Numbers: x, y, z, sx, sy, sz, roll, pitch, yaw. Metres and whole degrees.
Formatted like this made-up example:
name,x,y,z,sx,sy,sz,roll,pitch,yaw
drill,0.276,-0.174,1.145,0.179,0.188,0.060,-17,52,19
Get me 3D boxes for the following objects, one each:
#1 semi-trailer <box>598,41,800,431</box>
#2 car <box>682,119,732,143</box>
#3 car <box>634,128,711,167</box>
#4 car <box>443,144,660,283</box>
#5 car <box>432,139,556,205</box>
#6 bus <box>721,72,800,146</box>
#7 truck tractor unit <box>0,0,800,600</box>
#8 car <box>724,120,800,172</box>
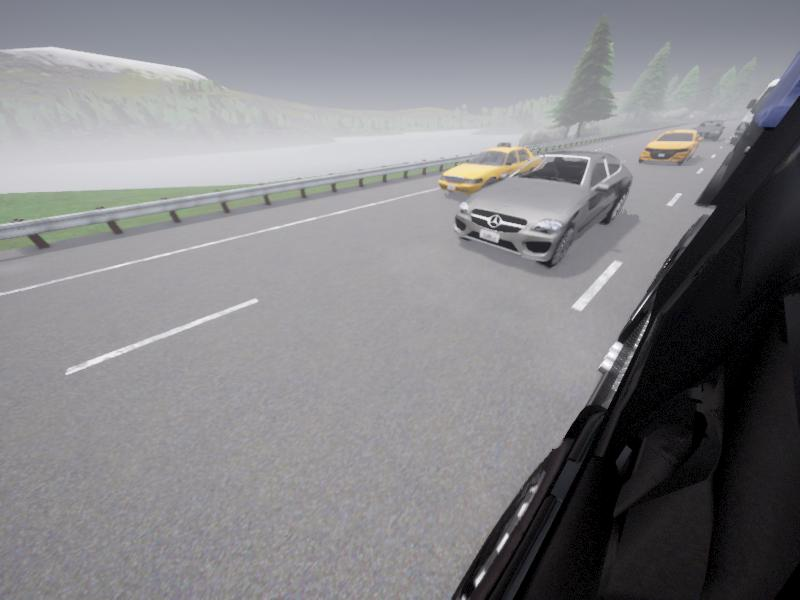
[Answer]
name,x,y,z,sx,sy,sz,roll,pitch,yaw
semi-trailer,8.693,-3.593,4.256,14.254,4.402,2.717,-28,44,-30
car,30.861,-16.999,23.221,4.611,1.667,2.242,-28,44,-30
car,15.918,-8.988,13.479,5.008,1.535,1.882,-28,43,-30
car,3.565,-2.446,5.369,5.027,1.651,2.152,-28,44,-30
car,3.835,-5.308,9.228,5.366,1.575,1.801,-28,44,-30
bus,32.115,-15.886,19.508,10.273,4.253,3.944,-27,43,-31
truck tractor unit,2.645,-0.295,0.351,6.516,4.208,3.053,-28,44,-30
car,18.526,-7.747,11.443,4.553,1.767,2.097,-28,44,-30
